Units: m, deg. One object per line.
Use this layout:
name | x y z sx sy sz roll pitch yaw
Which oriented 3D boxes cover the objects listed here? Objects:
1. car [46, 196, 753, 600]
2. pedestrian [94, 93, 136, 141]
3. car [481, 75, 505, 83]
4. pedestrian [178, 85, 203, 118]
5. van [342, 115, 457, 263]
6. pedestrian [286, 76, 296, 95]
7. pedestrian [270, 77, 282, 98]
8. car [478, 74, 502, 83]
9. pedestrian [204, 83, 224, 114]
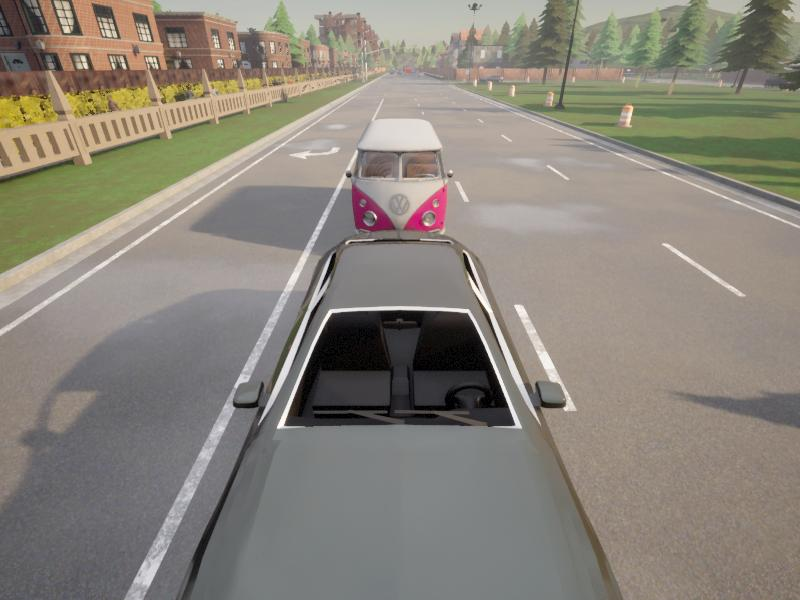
car | -0.003 0.660 3.294 2.152 1.651 5.027 0 30 0
pedestrian | -12.576 -8.107 17.706 0.751 1.860 0.751 -1 30 -1
car | 20.156 -48.062 86.913 4.514 1.525 2.007 -7 31 -12
pedestrian | -13.450 -12.791 25.728 0.751 1.860 0.751 0 30 -1
van | -0.011 -2.634 8.563 1.775 1.987 4.442 0 30 0
pedestrian | -12.783 -25.113 46.836 0.751 1.860 0.751 -1 30 -1
pedestrian | -13.094 -22.420 42.222 0.751 1.860 0.751 0 30 0
car | 20.146 -49.930 90.031 4.611 1.667 2.242 -6 31 -11
pedestrian | -12.850 -13.945 27.705 0.751 1.860 0.751 -3 30 -6
